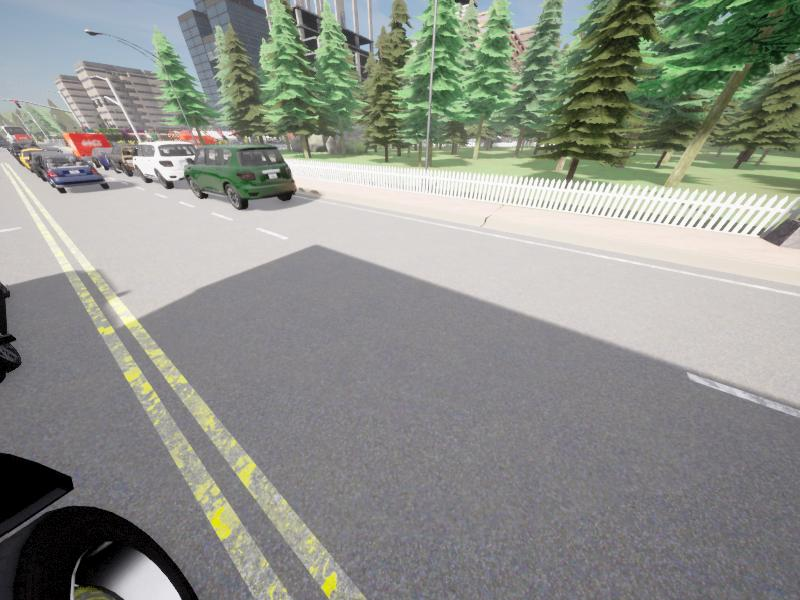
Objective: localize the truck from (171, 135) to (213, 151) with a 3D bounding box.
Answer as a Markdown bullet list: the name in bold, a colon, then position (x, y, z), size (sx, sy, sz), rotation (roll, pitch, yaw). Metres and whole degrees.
- **truck**: position (-41.372, -31.441, 46.143), size (2.627, 2.467, 5.204), rotation (20, 40, 26)

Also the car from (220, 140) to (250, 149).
- **car**: position (-36.969, -35.014, 51.953), size (2.033, 1.649, 4.856), rotation (21, 40, 26)

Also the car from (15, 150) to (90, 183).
- **car**: position (-21.864, -8.496, 14.549), size (4.193, 1.474, 1.816), rotation (22, 40, 27)

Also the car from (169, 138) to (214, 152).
- **car**: position (-39.284, -29.413, 43.635), size (2.150, 2.045, 5.566), rotation (21, 40, 26)

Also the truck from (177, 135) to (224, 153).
- **truck**: position (-35.042, -27.653, 40.795), size (2.627, 2.467, 5.204), rotation (21, 40, 26)

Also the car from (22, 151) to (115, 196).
- **car**: position (-16.645, -6.460, 11.626), size (3.705, 1.549, 1.789), rotation (22, 40, 27)

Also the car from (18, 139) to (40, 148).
- **car**: position (-87.213, -36.915, 54.307), size (5.238, 1.638, 1.930), rotation (22, 40, 27)

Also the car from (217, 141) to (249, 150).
- **car**: position (-35.239, -32.791, 48.909), size (2.038, 1.542, 4.974), rotation (21, 40, 26)

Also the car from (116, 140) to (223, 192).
- **car**: position (-12.733, -7.550, 12.774), size (5.566, 2.045, 2.150), rotation (22, 40, 27)

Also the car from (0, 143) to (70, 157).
- **car**: position (-49.094, -20.327, 31.158), size (4.792, 1.488, 2.163), rotation (-9, 36, -12)

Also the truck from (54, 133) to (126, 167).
- **truck**: position (-29.379, -14.324, 21.909), size (5.204, 2.467, 2.627), rotation (22, 40, 27)

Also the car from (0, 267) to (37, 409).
- **car**: position (-6.037, 0.220, 2.301), size (3.806, 1.475, 1.970), rotation (22, 41, 28)

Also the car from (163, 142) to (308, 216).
- **car**: position (-6.699, -5.162, 9.424), size (5.566, 2.045, 2.150), rotation (21, 40, 27)

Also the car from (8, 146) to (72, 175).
- **car**: position (-27.631, -10.826, 17.726), size (5.366, 1.575, 1.801), rotation (22, 40, 27)

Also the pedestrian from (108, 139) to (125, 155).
- **pedestrian**: position (-40.499, -21.846, 33.001), size (0.751, 1.860, 0.751), rotation (-27, 44, -33)

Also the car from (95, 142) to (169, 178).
- **car**: position (-18.721, -9.856, 16.152), size (4.605, 1.855, 1.932), rotation (22, 40, 27)

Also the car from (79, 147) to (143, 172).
- **car**: position (-24.114, -11.831, 19.265), size (4.792, 1.488, 2.163), rotation (22, 40, 27)

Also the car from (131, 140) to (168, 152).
- **car**: position (-45.123, -27.845, 41.750), size (1.851, 1.617, 3.988), rotation (22, 41, 28)

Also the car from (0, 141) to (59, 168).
- **car**: position (-33.447, -13.255, 20.876), size (4.605, 1.855, 1.932), rotation (22, 40, 27)
